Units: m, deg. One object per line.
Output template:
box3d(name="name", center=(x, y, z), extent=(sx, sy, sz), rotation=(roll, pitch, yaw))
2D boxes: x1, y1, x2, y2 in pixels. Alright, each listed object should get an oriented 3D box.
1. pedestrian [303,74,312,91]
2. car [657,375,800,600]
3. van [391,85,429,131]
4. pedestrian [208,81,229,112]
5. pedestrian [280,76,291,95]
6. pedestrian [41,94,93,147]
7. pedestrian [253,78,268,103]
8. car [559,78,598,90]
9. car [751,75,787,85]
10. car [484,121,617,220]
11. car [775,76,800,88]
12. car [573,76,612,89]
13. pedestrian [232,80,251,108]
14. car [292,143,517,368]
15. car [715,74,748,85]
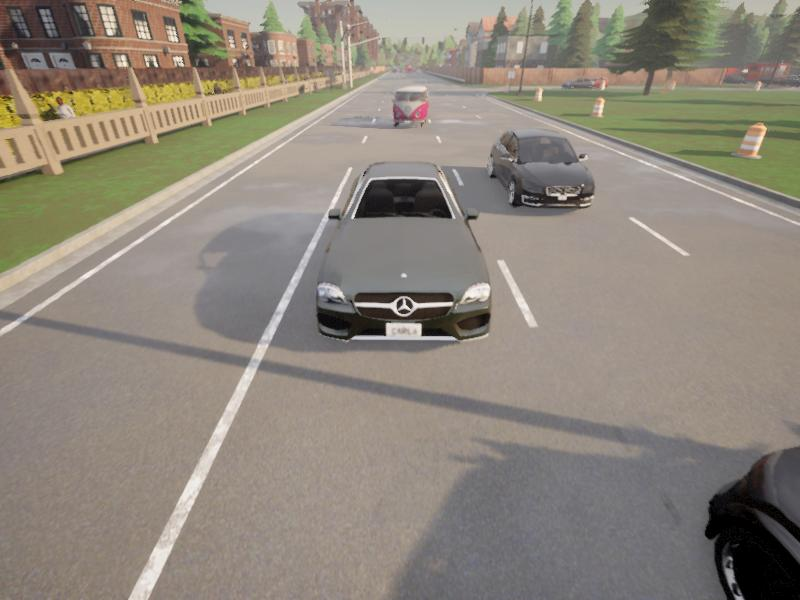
box3d(name="pedestrian", center=(-11.883, -27.943, 51.402), extent=(0.751, 1.860, 0.751), rotation=(0, 30, 0))
box3d(name="car", center=(3.164, 2.093, 1.052), extent=(1.994, 1.385, 4.181), rotation=(-2, 30, -4))
box3d(name="van", center=(0.639, -11.066, 22.868), extent=(1.775, 1.987, 4.442), rotation=(3, 30, 5))
box3d(name="pedestrian", center=(-12.843, -14.403, 28.328), extent=(0.751, 1.860, 0.751), rotation=(3, 31, 5))
box3d(name="pedestrian", center=(-12.763, -23.936, 44.574), extent=(0.751, 1.860, 0.751), rotation=(1, 30, 1))
box3d(name="pedestrian", center=(-13.203, -7.141, 15.942), extent=(0.751, 1.860, 0.751), rotation=(0, 30, 0))
box3d(name="pedestrian", center=(-12.167, -18.269, 34.916), extent=(0.751, 1.860, 0.751), rotation=(4, 31, 7))
box3d(name="car", center=(25.628, -31.025, 57.424), extent=(4.514, 1.525, 2.007), rotation=(-5, 31, -9))
box3d(name="car", center=(67.459, -40.303, 73.245), extent=(2.163, 1.488, 4.792), rotation=(0, 30, 0))
box3d(name="car", center=(3.661, -3.726, 10.843), extent=(1.837, 1.490, 4.892), rotation=(1, 31, 1))
box3d(name="car", center=(65.474, -36.081, 66.186), extent=(2.152, 1.651, 5.027), rotation=(0, 30, 0))
box3d(name="car", center=(29.153, -33.033, 60.768), extent=(4.611, 1.667, 2.242), rotation=(-2, 30, -4))
box3d(name="pedestrian", center=(-12.048, -15.636, 30.429), extent=(0.751, 1.860, 0.751), rotation=(1, 30, 2))
box3d(name="car", center=(0.048, -1.202, 6.413), extent=(2.152, 1.651, 5.027), rotation=(0, 31, 0))
box3d(name="car", center=(62.029, -41.364, 74.991), extent=(2.242, 1.667, 4.611), rotation=(0, 30, 0))
